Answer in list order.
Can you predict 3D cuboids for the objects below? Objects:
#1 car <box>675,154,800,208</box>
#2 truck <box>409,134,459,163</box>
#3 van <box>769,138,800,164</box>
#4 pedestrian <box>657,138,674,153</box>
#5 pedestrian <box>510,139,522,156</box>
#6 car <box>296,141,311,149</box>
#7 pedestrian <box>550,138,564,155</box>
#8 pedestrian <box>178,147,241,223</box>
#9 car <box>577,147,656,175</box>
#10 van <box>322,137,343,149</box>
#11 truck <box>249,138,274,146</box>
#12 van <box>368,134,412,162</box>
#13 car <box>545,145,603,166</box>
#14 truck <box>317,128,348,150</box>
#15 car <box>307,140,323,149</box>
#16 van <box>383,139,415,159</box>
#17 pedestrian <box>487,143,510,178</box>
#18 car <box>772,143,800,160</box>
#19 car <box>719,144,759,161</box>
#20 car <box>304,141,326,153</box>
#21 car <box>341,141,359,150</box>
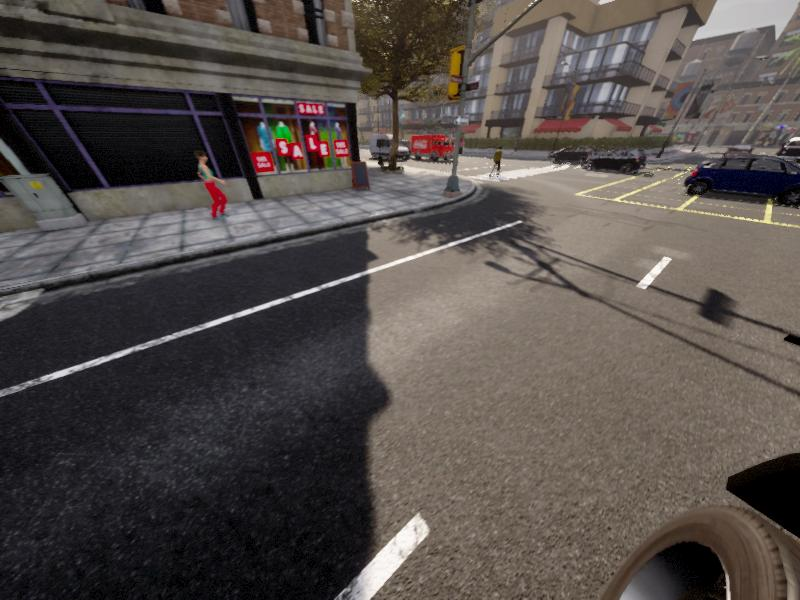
[{"bbox_3d":[14.908,-5.166,9.775,1.789,1.549,3.705,-24,41,-29],"label":"car"},{"bbox_3d":[3.711,-17.440,26.466,2.627,2.467,5.204,-24,41,-29],"label":"truck"},{"bbox_3d":[39.456,-14.951,23.043,4.480,2.038,2.069,-23,41,-29],"label":"van"},{"bbox_3d":[37.825,-22.032,32.945,0.751,1.860,0.751,-24,41,-29],"label":"pedestrian"},{"bbox_3d":[15.444,-20.346,30.722,0.751,1.860,0.751,-24,42,-30],"label":"pedestrian"},{"bbox_3d":[-23.544,-37.850,56.426,1.851,1.617,3.988,-24,41,-29],"label":"car"},{"bbox_3d":[20.634,-20.172,30.436,0.751,1.860,0.751,7,36,10],"label":"pedestrian"},{"bbox_3d":[-5.527,-3.356,6.788,0.751,1.860,0.751,-24,42,-30],"label":"pedestrian"},{"bbox_3d":[16.008,-10.474,17.311,1.845,1.501,3.633,-17,38,-22],"label":"car"},{"bbox_3d":[-17.235,-40.122,58.815,2.351,2.431,6.366,-24,41,-29],"label":"van"},{"bbox_3d":[-44.853,-51.108,74.887,6.274,2.098,2.390,5,36,8],"label":"truck"},{"bbox_3d":[-1.265,-17.902,27.099,1.988,2.561,5.915,-24,41,-29],"label":"van"},{"bbox_3d":[16.590,-13.954,22.223,1.789,1.549,3.705,-24,41,-29],"label":"car"},{"bbox_3d":[-15.044,-35.663,51.271,2.891,3.827,8.468,-24,41,-29],"label":"truck"},{"bbox_3d":[-21.749,-39.884,59.202,1.930,1.638,5.238,-24,41,-29],"label":"car"},{"bbox_3d":[-0.193,-20.223,30.858,1.775,1.987,4.442,-24,42,-29],"label":"van"},{"bbox_3d":[6.475,-9.205,15.256,0.751,1.860,0.751,-22,41,-28],"label":"pedestrian"},{"bbox_3d":[44.647,-16.952,26.359,4.674,1.442,1.812,-23,41,-29],"label":"car"},{"bbox_3d":[37.859,-16.534,25.817,4.674,1.442,1.812,-23,41,-29],"label":"car"},{"bbox_3d":[-16.072,-28.903,43.453,2.097,1.767,4.553,-24,41,-29],"label":"car"},{"bbox_3d":[-11.356,-35.253,52.680,2.007,1.525,4.514,-24,41,-29],"label":"car"}]
